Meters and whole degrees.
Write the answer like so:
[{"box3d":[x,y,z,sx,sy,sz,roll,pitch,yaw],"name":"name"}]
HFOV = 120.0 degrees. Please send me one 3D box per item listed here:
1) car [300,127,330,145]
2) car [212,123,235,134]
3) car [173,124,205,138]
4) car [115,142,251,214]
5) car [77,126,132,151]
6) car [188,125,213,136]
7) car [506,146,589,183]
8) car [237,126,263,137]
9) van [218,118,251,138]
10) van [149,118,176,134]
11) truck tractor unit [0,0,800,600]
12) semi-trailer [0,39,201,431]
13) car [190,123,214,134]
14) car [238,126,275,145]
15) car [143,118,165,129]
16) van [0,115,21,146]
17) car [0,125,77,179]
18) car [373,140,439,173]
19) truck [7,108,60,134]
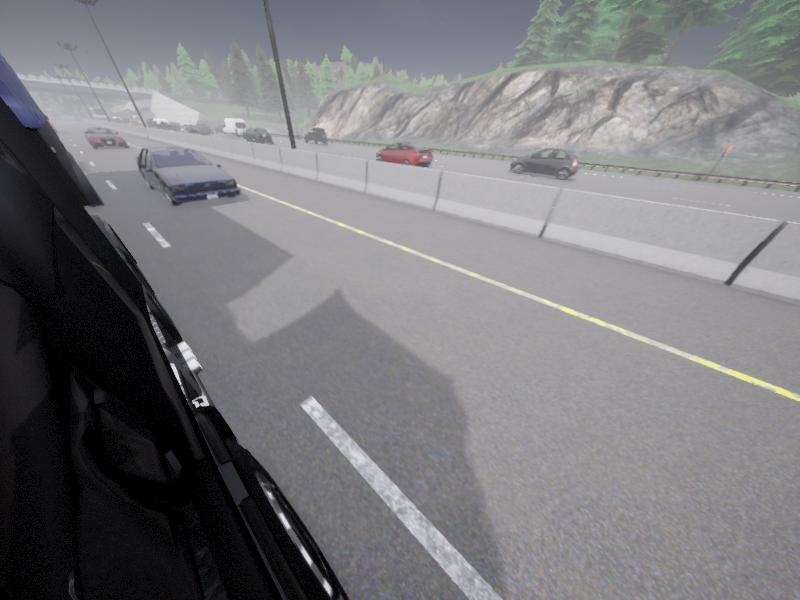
[{"box3d":[-12.060,-23.303,32.877,3.866,1.878,1.905,28,43,30],"name":"car"},{"box3d":[-38.315,-37.100,50.049,4.611,1.667,2.242,28,43,30],"name":"car"},{"box3d":[-31.731,-25.426,34.776,4.974,1.542,2.038,28,43,30],"name":"car"},{"box3d":[-7.764,-4.553,8.174,5.357,1.411,2.033,28,43,30],"name":"car"},{"box3d":[-24.045,-13.156,18.794,4.181,1.385,1.994,28,43,30],"name":"car"},{"box3d":[-35.319,-29.968,40.836,4.181,1.385,1.994,28,43,30],"name":"car"},{"box3d":[9.524,-9.017,15.164,3.988,1.617,1.851,29,44,30],"name":"car"},{"box3d":[-28.285,-31.727,43.554,4.902,1.511,2.128,28,43,30],"name":"car"},{"box3d":[-28.428,-29.521,39.691,5.915,2.561,1.988,28,43,30],"name":"van"},{"box3d":[-43.694,-31.962,42.428,4.480,2.038,2.069,28,43,30],"name":"van"},{"box3d":[-2.645,-0.295,0.351,6.516,4.208,3.053,28,44,30],"name":"truck tractor unit"},{"box3d":[-8.701,-3.585,4.252,14.254,4.402,2.717,28,43,30],"name":"semi-trailer"},{"box3d":[-41.394,-36.019,48.384,4.611,1.667,2.242,28,43,30],"name":"car"},{"box3d":[-18.499,-21.245,29.754,4.553,1.767,2.097,28,43,30],"name":"car"},{"box3d":[-61.483,-44.087,57.694,5.566,2.045,2.150,28,43,30],"name":"car"},{"box3d":[-32.550,-13.172,17.692,2.069,2.038,4.480,-24,44,-30],"name":"van"},{"box3d":[-17.103,-6.889,10.536,4.856,1.649,2.033,28,43,30],"name":"car"},{"box3d":[0.246,-10.035,16.009,2.007,1.525,4.514,-25,45,-33],"name":"car"},{"box3d":[-47.349,-23.225,29.994,5.204,2.467,2.627,28,43,30],"name":"truck"}]
